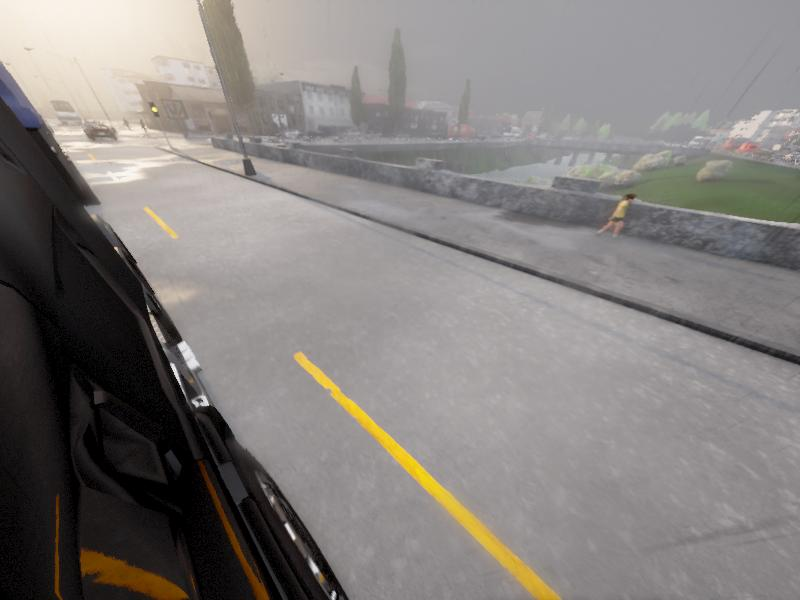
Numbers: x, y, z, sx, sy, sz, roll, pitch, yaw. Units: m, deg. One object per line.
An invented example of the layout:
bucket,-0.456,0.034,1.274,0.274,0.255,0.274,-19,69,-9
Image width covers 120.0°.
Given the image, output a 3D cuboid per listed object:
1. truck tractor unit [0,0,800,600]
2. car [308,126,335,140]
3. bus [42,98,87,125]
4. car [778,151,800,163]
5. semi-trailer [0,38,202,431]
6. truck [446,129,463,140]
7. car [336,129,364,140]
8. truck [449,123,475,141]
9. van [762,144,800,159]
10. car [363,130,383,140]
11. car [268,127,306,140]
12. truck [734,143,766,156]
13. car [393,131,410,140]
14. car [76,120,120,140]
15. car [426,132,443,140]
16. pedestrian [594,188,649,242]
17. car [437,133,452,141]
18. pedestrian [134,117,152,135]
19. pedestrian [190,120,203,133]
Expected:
truck tractor unit,-2.645,-0.295,0.351,6.516,4.208,3.053,28,44,30
car,-13.932,-29.828,41.268,1.905,1.878,3.866,28,44,30
bus,-75.586,-42.247,52.049,10.273,4.253,3.944,28,44,30
car,67.551,-24.224,39.169,2.038,1.542,4.974,28,44,30
semi-trailer,-8.731,-3.573,4.210,14.254,4.402,2.717,28,43,30
truck,16.937,-51.066,71.272,2.627,2.467,5.204,28,44,30
car,-9.767,-32.563,45.433,2.152,1.651,5.027,28,44,30
truck,18.040,-48.628,66.927,2.891,3.827,8.468,28,44,30
van,87.006,-34.065,52.916,2.351,2.431,6.366,28,44,30
car,-5.666,-35.357,49.459,1.851,1.617,3.988,28,44,30
car,-18.098,-26.830,37.278,2.038,1.542,4.974,28,44,30
truck,86.115,-37.185,57.020,2.627,2.467,5.204,28,44,30
car,0.349,-39.448,55.337,1.851,1.617,3.988,28,44,30
car,-32.360,-18.167,24.728,4.974,1.542,2.038,28,43,30
car,9.751,-45.855,64.512,1.930,1.638,5.238,28,44,30
pedestrian,5.384,-2.093,5.687,0.500,1.100,0.500,24,41,26
car,11.877,-43.530,61.657,1.816,1.474,4.193,28,44,30
pedestrian,-33.932,-22.959,30.568,0.751,1.860,0.751,25,42,27
pedestrian,-35.160,-30.004,39.974,0.751,1.860,0.751,-3,37,-8
